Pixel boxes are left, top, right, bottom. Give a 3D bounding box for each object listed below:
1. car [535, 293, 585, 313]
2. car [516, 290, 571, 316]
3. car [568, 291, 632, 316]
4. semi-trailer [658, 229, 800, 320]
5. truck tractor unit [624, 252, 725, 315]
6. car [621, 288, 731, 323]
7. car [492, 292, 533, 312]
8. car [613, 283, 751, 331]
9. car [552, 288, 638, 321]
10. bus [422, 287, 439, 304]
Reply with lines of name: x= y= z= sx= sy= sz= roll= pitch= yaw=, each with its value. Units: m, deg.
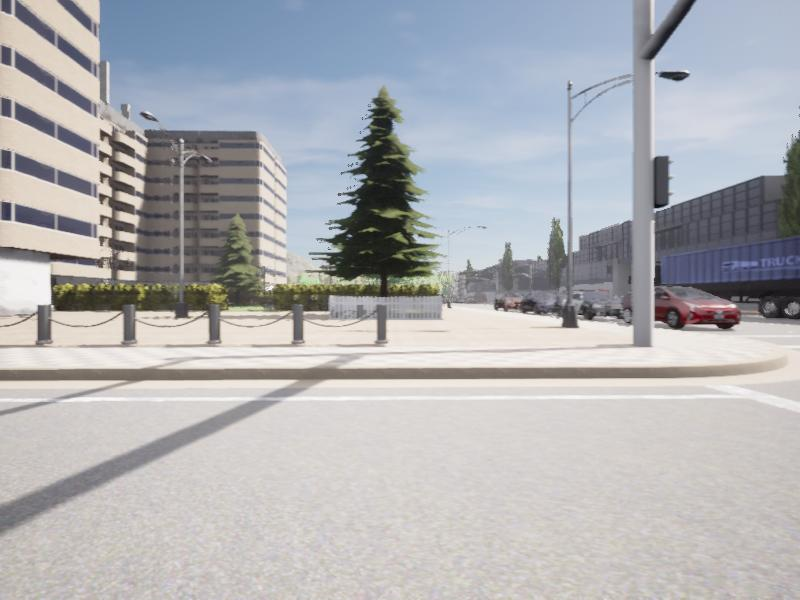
car: x=13.282 y=0.232 z=33.512 sx=2.128 sy=1.511 sz=4.902 roll=0 pitch=0 yaw=-1
car: x=9.901 y=0.174 z=28.104 sx=2.033 sy=1.649 sz=4.856 roll=0 pitch=0 yaw=-1
car: x=13.422 y=0.226 z=27.143 sx=2.007 sy=1.525 sz=4.514 roll=0 pitch=0 yaw=-1
semi-trailer: x=20.534 y=-1.217 z=22.343 sx=2.717 sy=4.402 sz=14.254 roll=0 pitch=0 yaw=-1
truck tractor unit: x=20.356 y=-1.121 z=30.256 sx=3.053 sy=4.208 sz=6.516 roll=0 pitch=0 yaw=-1
car: x=13.574 y=0.225 z=20.161 sx=2.038 sy=1.542 sz=4.974 roll=0 pitch=0 yaw=-1
car: x=9.744 y=0.150 z=35.137 sx=2.242 sy=1.667 sz=4.611 roll=0 pitch=0 yaw=-2
car: x=10.126 y=0.228 z=14.914 sx=2.007 sy=1.525 sz=4.514 roll=0 pitch=0 yaw=0
car: x=10.052 y=0.224 z=21.149 sx=2.038 sy=1.542 sz=4.974 roll=0 pitch=0 yaw=-1
bus: x=8.155 y=-1.164 z=109.237 sx=3.944 sy=4.253 sz=10.273 roll=0 pitch=0 yaw=0
